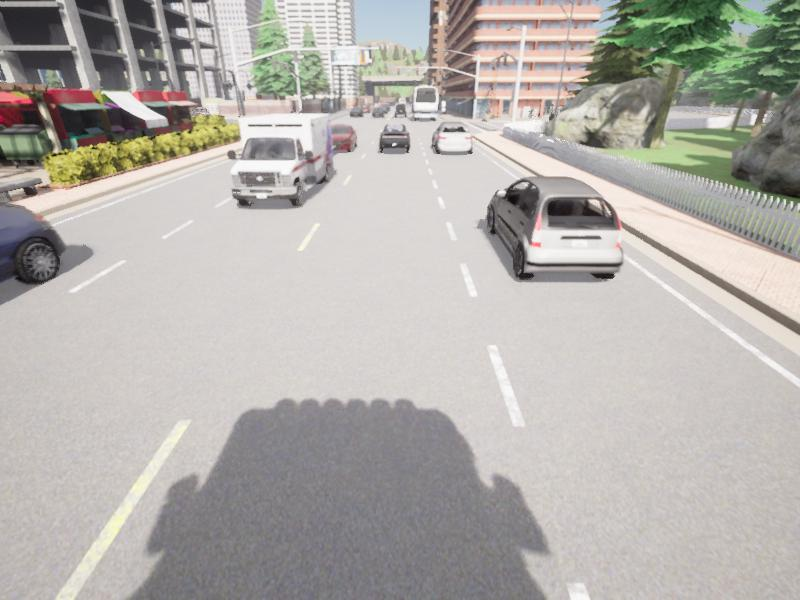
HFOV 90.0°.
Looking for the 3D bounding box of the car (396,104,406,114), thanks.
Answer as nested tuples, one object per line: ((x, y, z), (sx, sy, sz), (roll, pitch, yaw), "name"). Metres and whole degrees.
((0.251, -37.763, 79.146), (1.801, 1.575, 5.366), (0, 27, 0), "car")

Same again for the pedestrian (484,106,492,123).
((10.999, -23.274, 50.167), (0.751, 1.860, 0.751), (4, 27, 7), "pedestrian")

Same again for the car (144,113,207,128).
((-23.785, -19.070, 42.506), (5.357, 1.411, 2.033), (0, 27, 0), "car")

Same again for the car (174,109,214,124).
((-25.048, -22.322, 48.712), (3.705, 1.549, 1.789), (0, 27, 0), "car")

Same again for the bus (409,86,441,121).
((3.425, -28.642, 58.259), (3.944, 4.253, 10.273), (0, 27, 0), "bus")

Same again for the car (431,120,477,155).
((3.199, -10.146, 24.782), (2.242, 1.667, 4.611), (0, 27, 0), "car")

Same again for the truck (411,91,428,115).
((3.746, -38.293, 77.663), (2.891, 3.827, 8.468), (0, 27, 0), "truck")

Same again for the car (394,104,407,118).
((0.106, -30.608, 64.738), (1.905, 1.878, 3.866), (0, 27, 0), "car")

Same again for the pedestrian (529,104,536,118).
((18.910, -26.973, 57.106), (0.751, 1.860, 0.751), (6, 28, 11), "pedestrian")

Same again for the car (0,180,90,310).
((-7.495, -0.371, 5.652), (2.152, 1.651, 5.027), (0, 27, 0), "car")

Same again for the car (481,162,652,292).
((3.037, -1.771, 8.410), (1.851, 1.617, 3.988), (0, 27, 0), "car")

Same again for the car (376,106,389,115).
((-3.284, -36.079, 75.990), (2.033, 1.411, 5.357), (0, 27, 0), "car")

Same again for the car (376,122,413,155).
((-0.296, -10.282, 25.228), (2.128, 1.511, 4.902), (0, 27, 0), "car")

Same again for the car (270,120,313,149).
((-7.277, -11.295, 27.204), (1.845, 1.501, 3.633), (0, 27, 0), "car")

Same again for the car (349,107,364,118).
((-6.905, -29.957, 63.832), (1.882, 1.535, 5.008), (0, 27, 0), "car")

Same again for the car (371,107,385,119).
((-3.416, -29.353, 62.681), (1.837, 1.490, 4.892), (0, 27, 0), "car")

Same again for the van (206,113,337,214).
((-3.911, -5.026, 13.902), (2.351, 2.431, 6.366), (0, 27, 0), "van")

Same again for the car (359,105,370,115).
((-6.776, -36.528, 76.740), (1.851, 1.617, 3.988), (0, 27, 0), "car")

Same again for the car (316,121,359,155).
((-3.798, -10.246, 25.131), (1.882, 1.535, 5.008), (0, 27, 0), "car")
